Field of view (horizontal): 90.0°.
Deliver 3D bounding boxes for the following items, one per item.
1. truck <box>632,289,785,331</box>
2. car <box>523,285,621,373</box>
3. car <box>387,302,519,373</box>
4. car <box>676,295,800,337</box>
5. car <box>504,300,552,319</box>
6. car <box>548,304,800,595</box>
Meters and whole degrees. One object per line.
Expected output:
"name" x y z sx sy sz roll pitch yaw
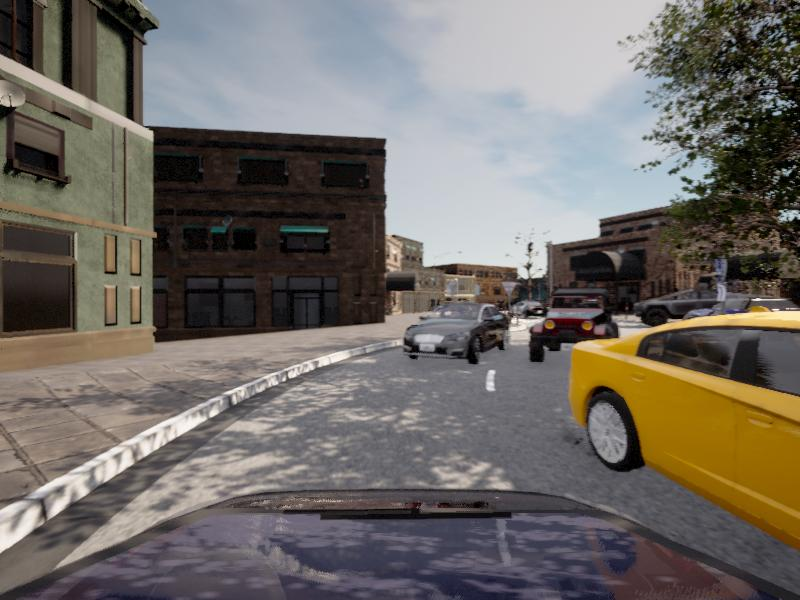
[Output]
"truck" 16.531 0.498 22.038 6.274 2.098 2.390 0 0 23
"car" 4.771 0.628 10.743 1.905 1.878 3.866 0 0 31
"car" 1.780 0.820 11.346 2.128 1.511 4.902 0 0 28
"car" 15.157 0.656 17.689 4.553 1.767 2.097 0 0 -3
"car" 11.196 0.802 35.459 2.038 1.542 4.974 0 0 -9
"car" 3.054 0.816 2.462 1.882 1.535 5.008 0 0 -8
